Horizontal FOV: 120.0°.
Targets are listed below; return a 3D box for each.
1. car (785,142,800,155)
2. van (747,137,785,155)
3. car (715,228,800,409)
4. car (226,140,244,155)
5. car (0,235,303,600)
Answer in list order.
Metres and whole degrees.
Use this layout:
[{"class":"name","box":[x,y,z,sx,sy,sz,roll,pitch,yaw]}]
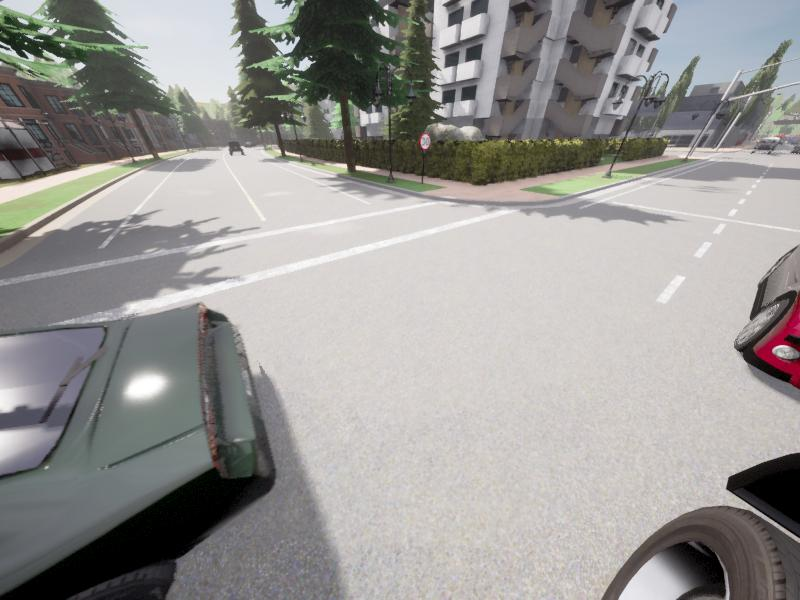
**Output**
[{"class":"car","box":[57.662,-21.347,32.543,2.163,1.488,4.792,27,43,33]},{"class":"van","box":[52.926,-22.281,33.418,4.480,2.038,2.069,-23,41,-28]},{"class":"car","box":[5.839,0.058,2.531,3.806,1.475,1.970,-22,41,-28]},{"class":"car","box":[-27.198,-25.193,38.159,1.905,1.878,3.866,-18,39,-23]},{"class":"car","box":[-3.313,1.352,0.695,4.974,1.542,2.038,-23,41,-29]}]
